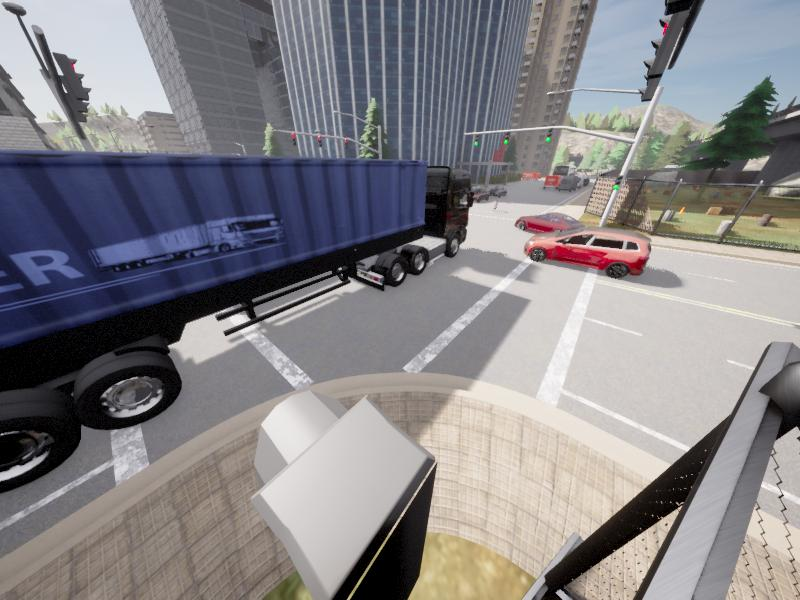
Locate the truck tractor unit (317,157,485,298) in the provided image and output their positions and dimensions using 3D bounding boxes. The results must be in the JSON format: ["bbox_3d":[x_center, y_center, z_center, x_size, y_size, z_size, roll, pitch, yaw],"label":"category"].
[{"bbox_3d":[0.524,-3.628,10.010,3.053,4.208,6.516,23,37,34],"label":"truck tractor unit"}]

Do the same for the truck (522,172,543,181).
[{"bbox_3d":[43.861,-40.988,76.526,5.204,2.467,2.627,23,37,34],"label":"truck"}]

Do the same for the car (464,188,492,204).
[{"bbox_3d":[10.164,-13.647,30.058,1.816,1.474,4.193,23,37,34],"label":"car"}]

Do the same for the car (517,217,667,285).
[{"bbox_3d":[8.359,-2.468,10.590,4.611,1.667,2.242,23,37,33],"label":"car"}]

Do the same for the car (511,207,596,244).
[{"bbox_3d":[9.959,-5.112,15.452,1.994,1.385,4.181,-13,33,-21],"label":"car"}]

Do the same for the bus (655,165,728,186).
[{"bbox_3d":[73.271,-31.760,58.756,10.273,4.253,3.944,23,37,34],"label":"bus"}]

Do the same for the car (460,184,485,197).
[{"bbox_3d":[11.378,-17.082,36.037,1.812,1.442,4.674,23,37,34],"label":"car"}]

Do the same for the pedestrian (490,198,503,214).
[{"bbox_3d":[9.261,-9.069,22.254,0.751,1.300,0.751,19,35,30],"label":"pedestrian"}]

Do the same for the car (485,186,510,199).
[{"bbox_3d":[14.654,-16.286,34.735,1.994,1.385,4.181,22,37,33],"label":"car"}]

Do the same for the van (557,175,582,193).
[{"bbox_3d":[30.940,-21.257,42.174,1.988,2.561,5.915,25,39,37],"label":"van"}]

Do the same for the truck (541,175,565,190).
[{"bbox_3d":[30.920,-23.734,46.528,2.627,2.467,5.204,23,37,34],"label":"truck"}]

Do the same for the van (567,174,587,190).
[{"bbox_3d":[36.526,-24.377,47.580,1.988,2.561,5.915,23,37,34],"label":"van"}]

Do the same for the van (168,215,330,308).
[{"bbox_3d":[-5.394,-1.806,9.021,2.069,2.038,4.480,22,37,33],"label":"van"}]

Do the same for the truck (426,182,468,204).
[{"bbox_3d":[6.327,-14.354,30.659,2.390,2.098,6.274,23,37,34],"label":"truck"}]

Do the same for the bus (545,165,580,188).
[{"bbox_3d":[36.990,-28.217,52.516,3.944,4.253,10.273,23,37,34],"label":"bus"}]

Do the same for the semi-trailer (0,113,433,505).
[{"bbox_3d":[-4.549,-0.698,4.694,2.717,4.402,14.254,23,37,34],"label":"semi-trailer"}]
